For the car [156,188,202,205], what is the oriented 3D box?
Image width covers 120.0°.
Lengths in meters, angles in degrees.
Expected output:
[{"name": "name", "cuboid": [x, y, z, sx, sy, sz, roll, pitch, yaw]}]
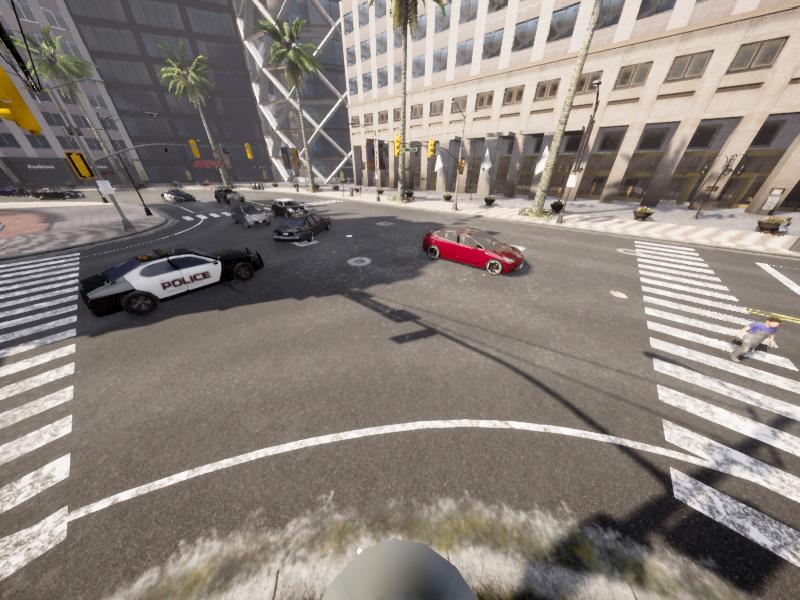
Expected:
[{"name": "car", "cuboid": [-27.904, -13.100, 29.165, 4.974, 1.542, 2.038, 14, 33, 23]}]

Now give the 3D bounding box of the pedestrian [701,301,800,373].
[{"name": "pedestrian", "cuboid": [8.004, 0.824, 5.229, 0.751, 1.300, 0.751, 11, 32, 19]}]

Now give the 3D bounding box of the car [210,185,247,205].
[{"name": "car", "cuboid": [-21.465, -13.141, 28.889, 4.605, 1.855, 1.932, 21, 36, 32]}]

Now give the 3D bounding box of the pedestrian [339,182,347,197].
[{"name": "pedestrian", "cuboid": [-8.234, -15.896, 33.325, 0.751, 1.860, 0.751, -21, 36, -32]}]

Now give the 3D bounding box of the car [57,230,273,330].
[{"name": "car", "cuboid": [-7.817, -1.127, 8.427, 2.038, 1.542, 4.974, 19, 35, 30]}]

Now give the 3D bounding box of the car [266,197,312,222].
[{"name": "car", "cuboid": [-9.942, -8.205, 20.741, 3.806, 1.475, 1.970, 23, 37, 34]}]

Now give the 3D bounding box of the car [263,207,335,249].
[{"name": "car", "cuboid": [-6.172, -4.883, 15.070, 2.033, 1.411, 5.357, 2, 30, 4]}]

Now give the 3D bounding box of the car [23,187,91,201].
[{"name": "car", "cuboid": [-47.347, -14.759, 32.057, 4.902, 1.511, 2.128, -5, 30, -9]}]

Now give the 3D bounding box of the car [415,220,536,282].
[{"name": "car", "cuboid": [3.320, -2.555, 10.949, 4.792, 1.488, 2.163, 23, 37, 34]}]

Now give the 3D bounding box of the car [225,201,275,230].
[{"name": "car", "cuboid": [-11.817, -6.735, 18.140, 3.633, 1.501, 1.845, 23, 37, 34]}]

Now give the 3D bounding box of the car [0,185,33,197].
[{"name": "car", "cuboid": [-59.726, -16.463, 34.990, 3.633, 1.501, 1.845, -12, 32, -20]}]

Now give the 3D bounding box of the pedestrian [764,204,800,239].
[{"name": "pedestrian", "cuboid": [23.536, -4.759, 14.034, 0.751, 1.860, 0.751, -25, 39, -37]}]

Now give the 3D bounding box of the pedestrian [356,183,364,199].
[{"name": "pedestrian", "cuboid": [-5.461, -14.810, 31.444, 0.751, 1.860, 0.751, 7, 31, 12]}]
